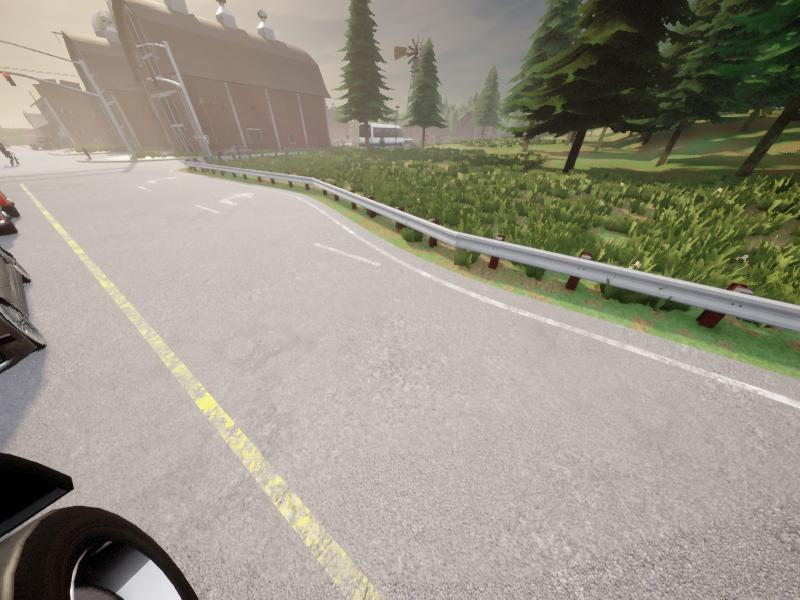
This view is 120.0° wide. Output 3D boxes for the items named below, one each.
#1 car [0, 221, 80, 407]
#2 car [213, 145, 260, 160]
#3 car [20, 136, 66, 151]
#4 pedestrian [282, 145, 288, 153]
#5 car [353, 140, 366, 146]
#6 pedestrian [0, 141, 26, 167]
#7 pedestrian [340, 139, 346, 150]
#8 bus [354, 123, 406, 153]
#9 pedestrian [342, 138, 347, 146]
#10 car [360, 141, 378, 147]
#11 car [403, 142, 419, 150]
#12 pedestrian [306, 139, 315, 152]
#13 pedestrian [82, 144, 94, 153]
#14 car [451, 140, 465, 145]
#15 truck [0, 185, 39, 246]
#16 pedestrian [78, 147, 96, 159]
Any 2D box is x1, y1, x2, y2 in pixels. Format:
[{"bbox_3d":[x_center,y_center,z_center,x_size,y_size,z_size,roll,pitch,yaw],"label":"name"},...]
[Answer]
[{"bbox_3d":[-6.373,-0.094,2.713,4.902,1.511,2.128,22,41,28],"label":"car"},{"bbox_3d":[-20.544,-18.655,29.133,1.994,1.385,4.181,22,41,28],"label":"car"},{"bbox_3d":[-65.221,-28.691,42.301,3.866,1.878,1.905,-6,41,-6],"label":"car"},{"bbox_3d":[-18.233,-23.947,36.593,0.500,1.100,0.500,26,43,32],"label":"pedestrian"},{"bbox_3d":[-13.435,-52.055,76.528,1.816,1.474,4.193,22,40,27],"label":"car"},{"bbox_3d":[-33.945,-12.665,20.015,0.751,1.860,0.751,21,40,27],"label":"pedestrian"},{"bbox_3d":[-11.144,-30.463,45.239,0.751,1.860,0.751,17,38,22],"label":"pedestrian"},{"bbox_3d":[-3.311,-30.538,43.632,3.944,4.253,10.273,22,41,28],"label":"bus"},{"bbox_3d":[-15.573,-44.153,64.655,0.751,1.860,0.751,14,37,19],"label":"pedestrian"},{"bbox_3d":[-8.923,-44.679,66.097,4.902,1.511,2.128,21,40,27],"label":"car"},{"bbox_3d":[2.534,-34.097,51.093,1.845,1.501,3.633,22,41,28],"label":"car"},{"bbox_3d":[-15.538,-26.962,40.235,0.751,1.860,0.751,22,41,28],"label":"pedestrian"},{"bbox_3d":[-44.570,-21.690,33.009,0.500,1.100,0.500,-23,41,-29],"label":"pedestrian"},{"bbox_3d":[22.830,-61.999,90.865,5.008,1.535,1.882,22,41,28],"label":"car"},{"bbox_3d":[-12.584,-2.885,5.778,5.204,2.467,2.627,22,40,27],"label":"truck"},{"bbox_3d":[-33.736,-15.817,24.888,0.500,1.100,0.500,1,35,1],"label":"pedestrian"}]
